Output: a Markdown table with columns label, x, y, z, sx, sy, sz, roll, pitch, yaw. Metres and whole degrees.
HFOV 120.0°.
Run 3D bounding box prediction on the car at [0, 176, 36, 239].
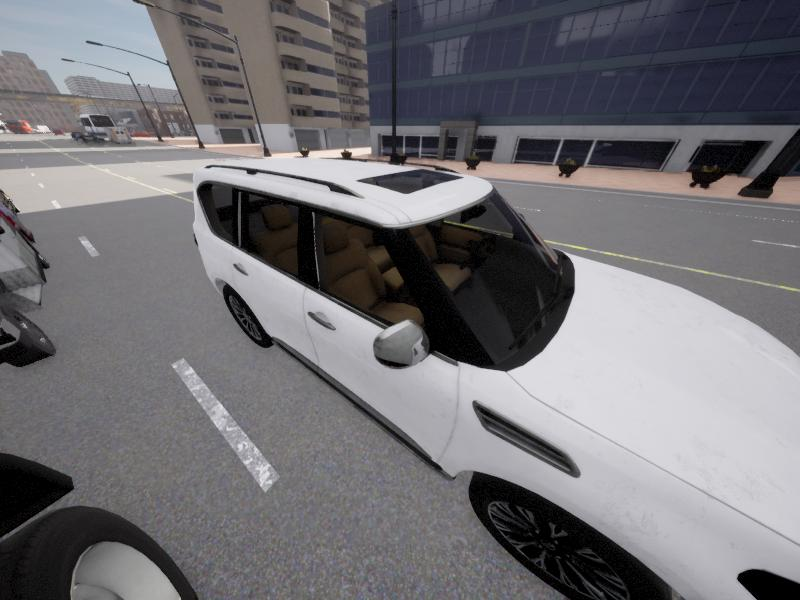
| label | x | y | z | sx | sy | sz | roll | pitch | yaw |
| --- | --- | --- | --- | --- | --- | --- | --- | --- | --- |
| car | -12.931 | -2.857 | 6.572 | 4.902 | 1.511 | 2.128 | 23 | 41 | 28 |

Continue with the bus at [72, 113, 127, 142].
| label | x | y | z | sx | sy | sz | roll | pitch | yaw |
| --- | --- | --- | --- | --- | --- | --- | --- | --- | --- |
| bus | -60.719 | -34.808 | 46.662 | 10.273 | 4.253 | 3.944 | 24 | 41 | 27 |

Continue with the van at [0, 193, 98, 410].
| label | x | y | z | sx | sy | sz | roll | pitch | yaw |
| --- | --- | --- | --- | --- | --- | --- | --- | --- | --- |
| van | -6.908 | -0.727 | 2.806 | 6.366 | 2.431 | 2.351 | 22 | 41 | 28 |

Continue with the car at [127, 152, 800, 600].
| label | x | y | z | sx | sy | sz | roll | pitch | yaw |
| --- | --- | --- | --- | --- | --- | --- | --- | --- | --- |
| car | -0.020 | -0.211 | 2.438 | 5.566 | 2.045 | 2.150 | 23 | 41 | 28 |

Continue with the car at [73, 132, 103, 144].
| label | x | y | z | sx | sy | sz | roll | pitch | yaw |
| --- | --- | --- | --- | --- | --- | --- | --- | --- | --- |
| car | -56.239 | -29.200 | 41.615 | 4.902 | 1.511 | 2.128 | 24 | 42 | 27 |

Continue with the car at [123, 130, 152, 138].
| label | x | y | z | sx | sy | sz | roll | pitch | yaw |
| --- | --- | --- | --- | --- | --- | --- | --- | --- | --- |
| car | -71.562 | -45.195 | 62.974 | 2.242 | 1.667 | 4.611 | 24 | 42 | 29 |

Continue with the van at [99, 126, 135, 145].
| label | x | y | z | sx | sy | sz | roll | pitch | yaw |
| --- | --- | --- | --- | --- | --- | --- | --- | --- | --- |
| van | -51.764 | -30.145 | 42.307 | 6.366 | 2.431 | 2.351 | 24 | 42 | 27 |
